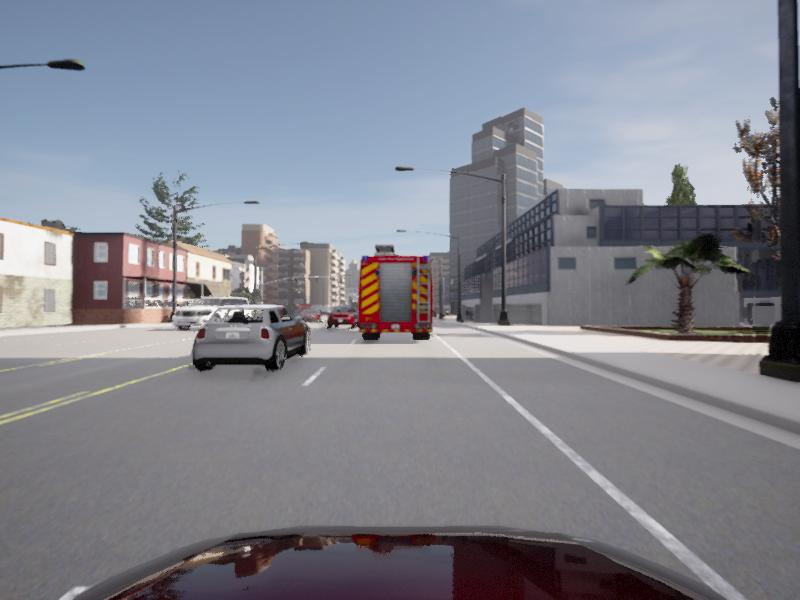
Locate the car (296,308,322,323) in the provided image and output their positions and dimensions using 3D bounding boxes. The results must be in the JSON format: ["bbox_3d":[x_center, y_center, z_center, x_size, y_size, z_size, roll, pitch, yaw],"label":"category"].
[{"bbox_3d":[-10.771,1.866,47.845,2.097,1.767,4.553,0,-2,0],"label":"car"}]

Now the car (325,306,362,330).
[{"bbox_3d":[-3.640,1.138,26.459,1.816,1.474,4.193,0,-2,0],"label":"car"}]

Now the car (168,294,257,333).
[{"bbox_3d":[-11.036,0.787,24.156,2.150,2.045,5.566,0,-1,8],"label":"car"}]

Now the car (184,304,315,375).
[{"bbox_3d":[-3.583,0.861,10.355,1.970,1.475,3.806,0,0,0],"label":"car"}]

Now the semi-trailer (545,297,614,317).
[{"bbox_3d":[40.225,1.530,89.732,14.254,4.402,2.717,0,-3,-2],"label":"semi-trailer"}]

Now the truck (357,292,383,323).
[{"bbox_3d":[-3.909,1.052,53.417,2.891,3.827,8.468,0,-2,0],"label":"truck"}]

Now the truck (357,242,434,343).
[{"bbox_3d":[-0.140,-0.209,19.259,2.891,3.827,8.468,0,-1,0],"label":"truck"}]
